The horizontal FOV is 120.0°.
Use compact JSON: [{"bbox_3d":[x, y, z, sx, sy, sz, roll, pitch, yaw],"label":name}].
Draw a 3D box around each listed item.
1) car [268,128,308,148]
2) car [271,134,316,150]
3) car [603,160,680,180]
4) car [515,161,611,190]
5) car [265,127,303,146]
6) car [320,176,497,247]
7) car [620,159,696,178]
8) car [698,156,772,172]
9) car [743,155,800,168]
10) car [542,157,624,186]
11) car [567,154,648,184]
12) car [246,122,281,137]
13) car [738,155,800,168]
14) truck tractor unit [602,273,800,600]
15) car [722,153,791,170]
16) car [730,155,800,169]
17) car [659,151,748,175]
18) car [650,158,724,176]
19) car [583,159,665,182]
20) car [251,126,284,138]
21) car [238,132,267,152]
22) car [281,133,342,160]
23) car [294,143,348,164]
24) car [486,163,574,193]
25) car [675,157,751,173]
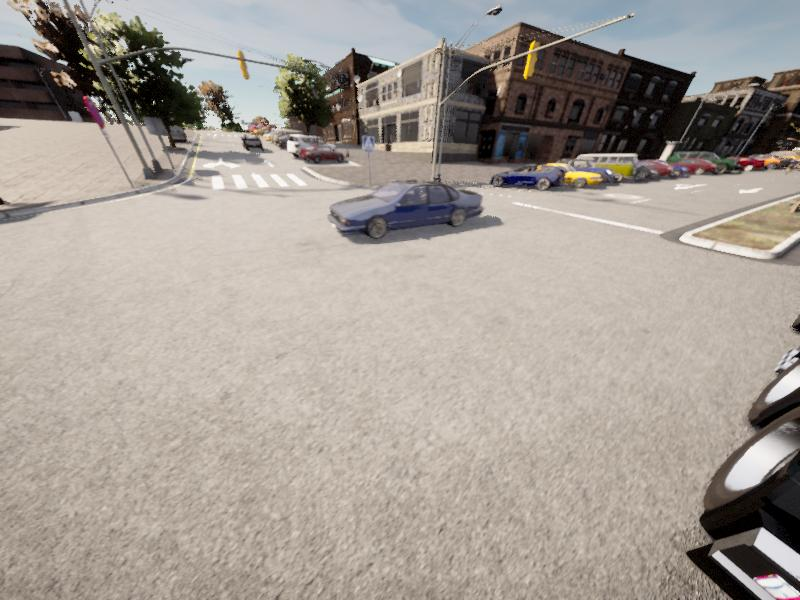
[{"bbox_3d":[-15.825,-22.999,32.948,1.878,1.987,4.442,28,42,27],"label":"car"},{"bbox_3d":[-14.183,-21.245,31.173,2.231,1.521,4.892,28,41,27],"label":"car"},{"bbox_3d":[22.501,-12.330,21.752,4.674,1.452,2.002,27,42,36],"label":"car"},{"bbox_3d":[11.811,-9.352,17.146,5.366,1.575,1.946,26,41,35],"label":"car"},{"bbox_3d":[-17.431,-24.624,34.936,1.878,1.987,4.442,28,42,27],"label":"car"},{"bbox_3d":[0.393,-3.182,7.717,5.357,1.411,2.033,-16,37,-24],"label":"car"},{"bbox_3d":[25.228,-13.050,22.845,4.674,1.452,2.002,27,41,37],"label":"car"},{"bbox_3d":[41.746,-17.189,29.045,2.097,1.535,5.008,-27,41,-35],"label":"car"},{"bbox_3d":[55.563,-20.452,33.986,1.946,1.575,5.366,-26,40,-34],"label":"car"},{"bbox_3d":[14.346,-10.285,18.348,4.553,1.767,2.185,26,41,35],"label":"car"},{"bbox_3d":[17.155,-11.059,19.336,4.442,1.987,1.878,26,41,36],"label":"car"},{"bbox_3d":[-28.672,-36.008,48.829,2.435,2.045,5.566,27,41,26],"label":"car"},{"bbox_3d":[52.894,-19.761,32.940,2.097,1.535,5.008,-26,40,-35],"label":"car"},{"bbox_3d":[5.122,-0.285,0.795,6.516,4.208,3.053,-17,37,-24],"label":"truck tractor unit"},{"bbox_3d":[47.321,-18.584,30.930,2.185,1.767,4.553,-27,41,-35],"label":"car"},{"bbox_3d":[50.108,-19.120,31.971,2.231,1.521,4.892,-27,40,-34],"label":"car"},{"bbox_3d":[33.475,-15.382,25.850,2.435,2.045,5.566,-28,41,-36],"label":"car"},{"bbox_3d":[30.702,-14.452,24.970,2.002,1.452,4.674,-29,42,-36],"label":"car"},{"bbox_3d":[19.779,-11.645,20.642,4.892,1.521,2.231,27,41,36],"label":"car"},{"bbox_3d":[-26.934,-34.287,47.149,1.946,1.575,5.366,27,41,27],"label":"car"},{"bbox_3d":[-17.803,-19.014,27.740,2.128,1.511,4.902,-18,42,-28],"label":"car"},{"bbox_3d":[-9.342,-16.597,25.092,2.435,2.045,5.566,28,41,27],"label":"car"},{"bbox_3d":[-7.774,-14.730,23.262,2.002,1.452,4.674,28,41,27],"label":"car"},{"bbox_3d":[8.945,-8.725,16.273,4.792,1.488,2.163,26,41,35],"label":"car"},{"bbox_3d":[36.209,-15.862,27.035,2.097,1.535,5.008,-28,41,-36],"label":"car"}]
